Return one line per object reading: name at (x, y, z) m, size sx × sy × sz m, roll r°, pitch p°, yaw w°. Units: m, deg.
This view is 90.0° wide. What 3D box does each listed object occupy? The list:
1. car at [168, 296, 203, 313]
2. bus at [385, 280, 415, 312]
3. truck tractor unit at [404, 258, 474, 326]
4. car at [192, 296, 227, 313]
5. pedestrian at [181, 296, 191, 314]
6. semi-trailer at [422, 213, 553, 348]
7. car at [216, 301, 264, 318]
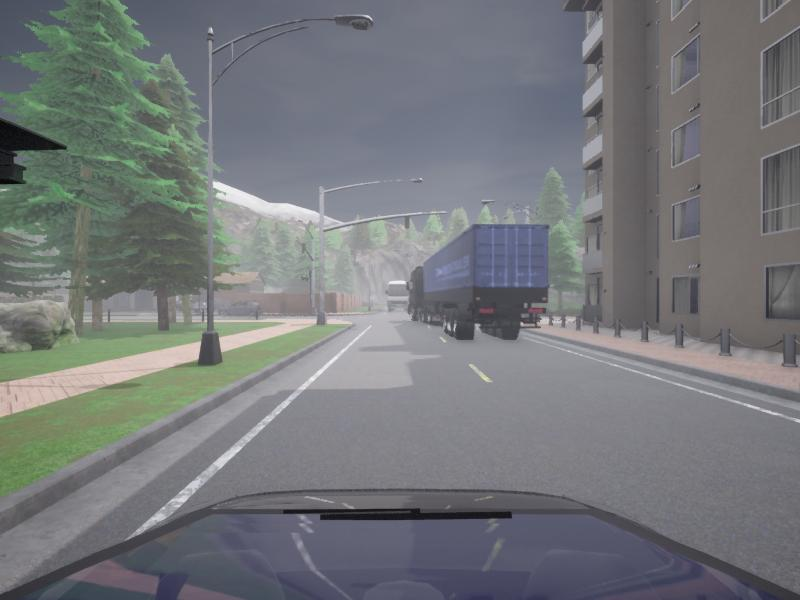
car at (-24.091, 0.505, 45.073) m, size 1.905 × 1.878 × 3.866 m, roll 0°, pitch 0°, yaw -1°
bus at (0.035, -0.534, 57.845) m, size 3.944 × 4.253 × 10.273 m, roll 0°, pitch 0°, yaw 0°
truck tractor unit at (2.509, -0.523, 28.071) m, size 3.053 × 4.208 × 6.516 m, roll 0°, pitch 0°, yaw -12°
car at (-21.587, 0.503, 45.523) m, size 1.932 × 1.855 × 4.605 m, roll 0°, pitch 0°, yaw -1°
pedestrian at (-21.944, 0.476, 41.089) m, size 0.751 × 1.860 × 0.751 m, roll 0°, pitch 0°, yaw -13°
semi-trailer at (3.260, -0.618, 20.213) m, size 2.717 × 4.402 × 14.254 m, roll 0°, pitch 0°, yaw -3°
car at (-14.521, 0.813, 36.349) m, size 3.633 × 1.501 × 1.845 m, roll 0°, pitch 0°, yaw -1°
